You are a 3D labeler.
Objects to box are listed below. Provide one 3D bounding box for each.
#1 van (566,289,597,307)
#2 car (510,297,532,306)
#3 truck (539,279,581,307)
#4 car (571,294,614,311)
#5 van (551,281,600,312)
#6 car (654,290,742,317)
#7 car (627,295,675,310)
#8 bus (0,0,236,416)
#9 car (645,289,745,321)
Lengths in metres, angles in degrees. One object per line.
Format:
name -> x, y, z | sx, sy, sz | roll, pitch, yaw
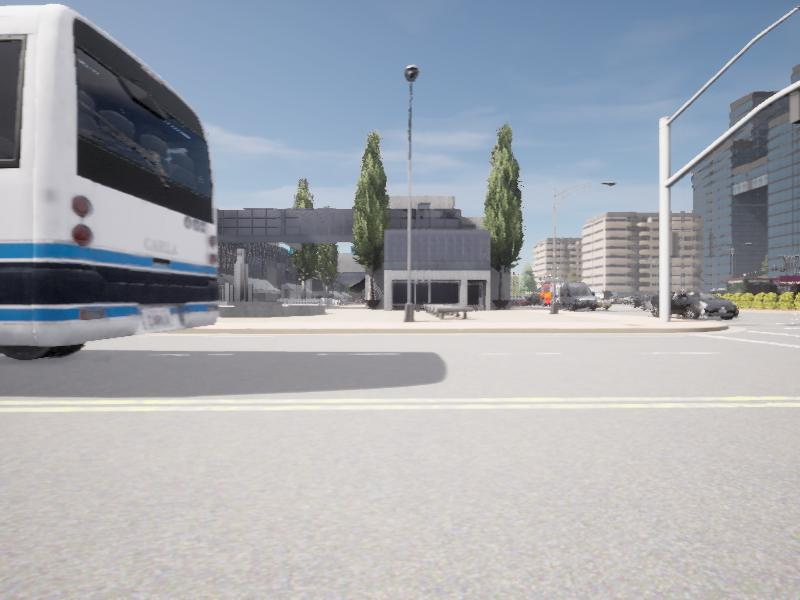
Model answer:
van -> 26.769, -0.274, 59.343 | 1.988, 2.561, 5.915 | 0, 0, 1
car -> 19.916, 0.258, 66.028 | 2.163, 1.488, 4.792 | 0, 0, 2
truck -> 23.256, -0.916, 58.710 | 2.891, 3.827, 8.468 | 0, 0, 1
car -> 19.191, 0.206, 40.186 | 1.801, 1.575, 5.366 | 0, 0, 2
van -> 15.564, -0.275, 35.873 | 1.988, 2.561, 5.915 | 0, 0, 2
car -> 18.818, 0.205, 25.674 | 1.801, 1.575, 5.366 | 0, 0, 2
car -> 26.248, 0.241, 42.081 | 2.128, 1.511, 4.902 | 0, 0, 2
bus -> -8.224, -1.136, 5.584 | 10.273, 4.253, 3.944 | 0, 0, 2
car -> 15.180, 0.231, 20.954 | 2.007, 1.525, 4.514 | 0, 0, 2
